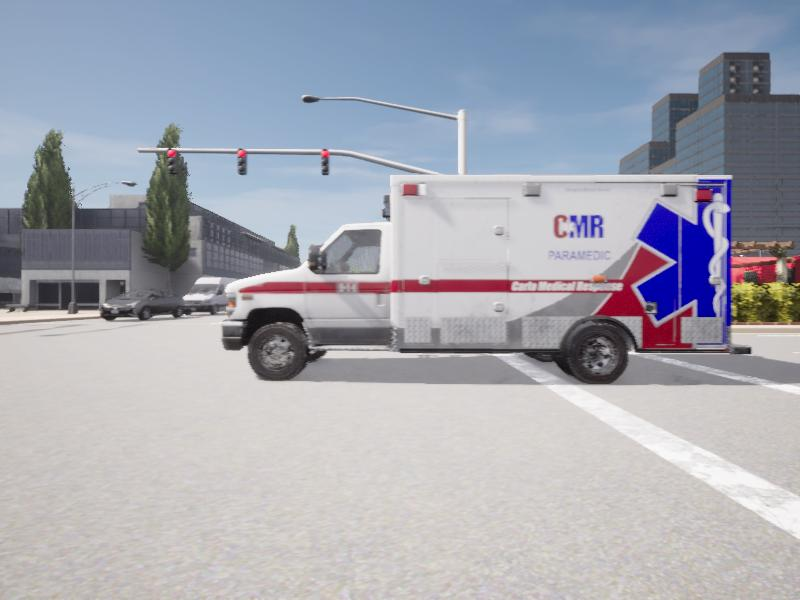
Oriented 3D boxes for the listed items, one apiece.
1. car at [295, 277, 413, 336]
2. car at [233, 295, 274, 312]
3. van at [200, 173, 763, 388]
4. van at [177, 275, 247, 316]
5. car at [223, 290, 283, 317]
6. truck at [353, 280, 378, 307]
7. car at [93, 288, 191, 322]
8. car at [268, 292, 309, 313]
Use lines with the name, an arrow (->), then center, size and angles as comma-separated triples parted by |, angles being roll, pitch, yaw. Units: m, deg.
car -> -1.842, 0.182, 13.898 | 2.152, 1.651, 5.027 | -1, 0, -31
car -> -12.666, 0.275, 34.833 | 1.812, 1.442, 4.674 | 0, 0, 1
van -> 0.915, -0.222, 5.704 | 6.366, 2.431, 2.351 | 0, 0, 0
van -> -12.776, -0.273, 27.765 | 1.988, 2.561, 5.915 | 0, 0, 1
car -> -9.270, 0.206, 25.748 | 1.801, 1.575, 5.366 | 0, 0, 2
truck -> -5.186, -0.914, 61.502 | 2.891, 3.827, 8.468 | 0, 0, 1
car -> -12.866, 0.233, 20.358 | 2.007, 1.525, 4.514 | 0, 0, 1
car -> -9.180, 0.206, 33.410 | 1.801, 1.575, 5.366 | 0, 0, 1
